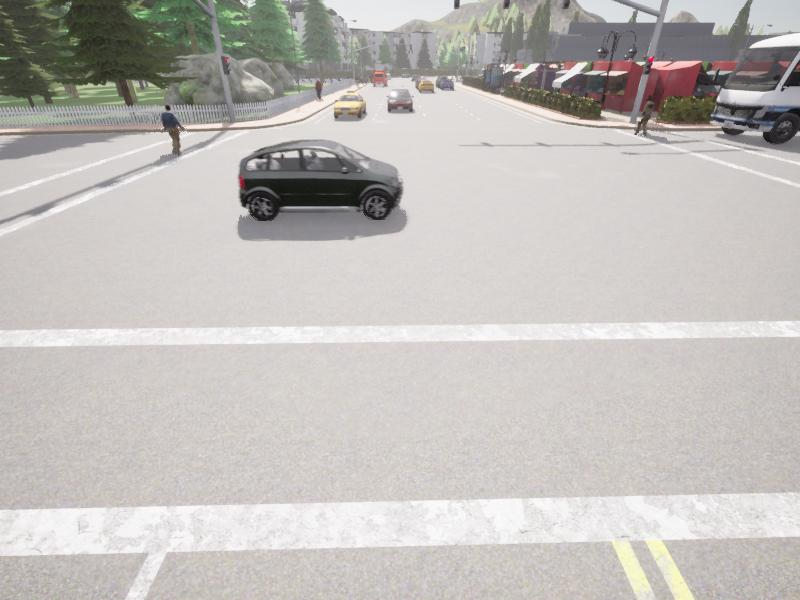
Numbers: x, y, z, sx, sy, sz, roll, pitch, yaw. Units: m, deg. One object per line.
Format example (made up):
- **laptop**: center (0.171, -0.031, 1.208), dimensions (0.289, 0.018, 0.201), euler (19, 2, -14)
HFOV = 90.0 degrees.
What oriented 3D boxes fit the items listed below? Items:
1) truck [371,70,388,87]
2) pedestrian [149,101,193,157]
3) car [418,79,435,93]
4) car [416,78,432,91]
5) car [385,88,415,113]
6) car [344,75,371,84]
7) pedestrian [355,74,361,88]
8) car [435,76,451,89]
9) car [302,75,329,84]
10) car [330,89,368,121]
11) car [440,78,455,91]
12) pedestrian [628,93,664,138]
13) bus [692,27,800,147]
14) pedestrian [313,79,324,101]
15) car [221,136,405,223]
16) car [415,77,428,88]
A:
- **truck**: center (-3.494, -37.998, 68.642), dimensions (2.627, 2.467, 5.204), euler (0, 30, 0)
- **pedestrian**: center (-8.568, -6.431, 15.048), dimensions (0.751, 1.860, 0.751), euler (-1, 30, -1)
- **car**: center (3.546, -28.941, 54.059), dimensions (1.882, 1.535, 5.008), euler (0, 30, 0)
- **car**: center (3.516, -32.305, 59.876), dimensions (2.163, 1.488, 4.792), euler (0, 30, 0)
- **car**: center (0.004, -15.982, 31.920), dimensions (2.163, 1.488, 4.792), euler (0, 30, 0)
- **car**: center (-8.461, -43.827, 79.587), dimensions (4.892, 1.490, 1.837), euler (10, 32, 17)
- **pedestrian**: center (-6.584, -34.018, 62.083), dimensions (0.751, 1.860, 0.751), euler (-6, 31, -9)
- **car**: center (7.005, -35.416, 65.058), dimensions (2.033, 1.649, 4.856), euler (0, 30, 0)
- **car**: center (-16.798, -44.093, 80.041), dimensions (4.892, 1.490, 1.837), euler (1, 30, 1)
- **car**: center (-3.451, -13.695, 27.906), dimensions (1.801, 1.575, 5.366), euler (1, 30, 1)
- **car**: center (7.005, -32.055, 59.455), dimensions (1.816, 1.474, 4.193), euler (0, 30, 0)
- **pedestrian**: center (11.726, -8.822, 19.133), dimensions (0.751, 1.860, 0.751), euler (-2, 30, -3)
- **bus**: center (20.114, -9.387, 17.771), dimensions (10.273, 4.253, 3.944), euler (0, 30, 0)
- **pedestrian**: center (-7.745, -20.069, 38.194), dimensions (0.751, 1.860, 0.751), euler (0, 30, 0)
- **car**: center (-1.781, -2.842, 9.288), dimensions (3.705, 1.549, 1.789), euler (-1, 30, -1)
- **car**: center (3.505, -35.777, 65.766), dimensions (1.882, 1.535, 5.008), euler (0, 30, 0)
